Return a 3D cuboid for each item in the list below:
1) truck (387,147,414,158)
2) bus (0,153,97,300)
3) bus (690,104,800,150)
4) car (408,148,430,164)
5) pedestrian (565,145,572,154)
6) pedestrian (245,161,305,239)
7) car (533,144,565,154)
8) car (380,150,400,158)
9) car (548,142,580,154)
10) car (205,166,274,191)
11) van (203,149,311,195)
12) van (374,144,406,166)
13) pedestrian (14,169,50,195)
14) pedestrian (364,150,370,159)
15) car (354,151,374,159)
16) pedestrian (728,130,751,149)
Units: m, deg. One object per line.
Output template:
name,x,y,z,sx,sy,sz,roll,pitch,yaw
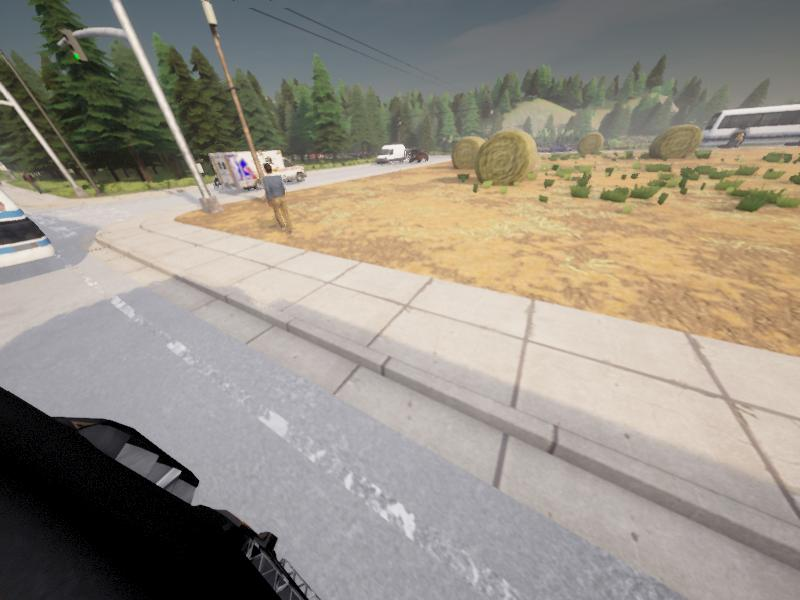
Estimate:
truck,0.005,-35.931,56.346,6.274,2.098,2.390,19,39,29
bus,-13.223,-2.530,5.042,10.273,4.253,3.944,12,35,21
bus,45.806,-21.589,28.988,10.273,4.253,3.944,18,39,29
car,3.054,-22.628,36.254,1.905,1.878,3.866,16,38,27
pedestrian,25.468,-22.752,34.952,0.500,1.100,0.500,26,43,36
pedestrian,-3.471,-2.819,6.524,0.751,1.860,0.751,26,43,36
car,28.156,-28.568,43.651,4.718,1.301,1.895,18,39,29
car,-2.590,-38.943,61.518,4.856,1.649,2.033,18,39,29
car,28.365,-26.233,39.944,4.193,1.474,1.816,18,39,29
car,-13.435,-10.409,19.612,1.994,1.385,4.181,16,38,27
van,-10.427,-9.998,17.787,2.351,2.431,6.366,16,38,27
van,-1.395,-22.414,35.705,1.988,2.561,5.915,16,38,27
pedestrian,-31.239,-9.997,19.632,0.751,1.860,0.751,18,39,29
pedestrian,-8.067,-35.628,56.445,0.751,1.860,0.751,26,43,36
car,-9.683,-38.924,62.077,5.238,1.638,1.930,18,39,29
pedestrian,40.368,-19.086,27.497,0.751,1.860,0.751,-29,41,-33
